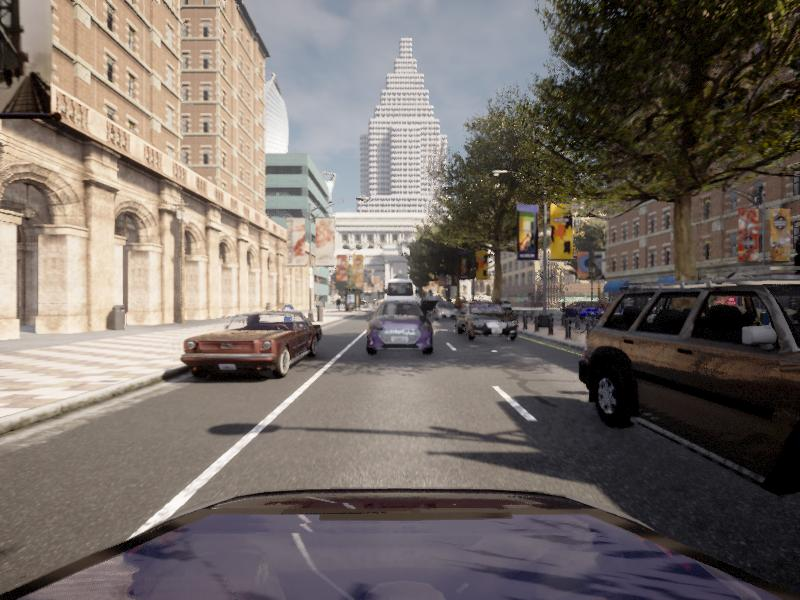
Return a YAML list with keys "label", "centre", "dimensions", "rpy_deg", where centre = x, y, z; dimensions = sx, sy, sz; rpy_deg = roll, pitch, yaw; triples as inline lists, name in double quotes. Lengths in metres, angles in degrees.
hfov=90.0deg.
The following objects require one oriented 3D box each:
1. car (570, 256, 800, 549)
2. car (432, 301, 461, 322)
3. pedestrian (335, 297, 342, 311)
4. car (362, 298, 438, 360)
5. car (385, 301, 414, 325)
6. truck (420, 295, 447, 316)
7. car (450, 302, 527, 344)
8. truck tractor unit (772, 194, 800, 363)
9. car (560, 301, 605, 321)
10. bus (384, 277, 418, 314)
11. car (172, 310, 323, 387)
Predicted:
- label: "car"
  centre: [3.497, 0.654, 3.659]
  dimensions: [1.932, 1.855, 4.605]
  rpy_deg: [0, 0, 0]
- label: "car"
  centre: [3.492, 0.834, 30.698]
  dimensions: [1.845, 1.501, 3.633]
  rpy_deg: [0, 0, 0]
- label: "pedestrian"
  centre: [-7.810, 0.497, 50.775]
  dimensions: [0.751, 1.860, 0.751]
  rpy_deg: [0, 0, 7]
- label: "car"
  centre: [-0.005, 0.782, 13.065]
  dimensions: [2.033, 1.649, 4.856]
  rpy_deg: [0, 0, 0]
- label: "car"
  centre: [-0.007, 0.853, 27.724]
  dimensions: [1.837, 1.490, 4.892]
  rpy_deg: [0, 0, 0]
- label: "truck"
  centre: [3.489, 0.552, 43.102]
  dimensions: [2.390, 2.098, 6.274]
  rpy_deg: [0, 0, 0]
- label: "car"
  centre: [3.495, 0.840, 16.866]
  dimensions: [2.128, 1.511, 4.902]
  rpy_deg: [0, 0, 0]
- label: "truck tractor unit"
  centre: [11.396, -0.518, 7.386]
  dimensions: [3.053, 4.208, 6.516]
  rpy_deg: [0, 0, 1]
- label: "car"
  centre: [14.991, 0.862, 33.134]
  dimensions: [1.816, 1.474, 4.193]
  rpy_deg: [0, 0, 0]
- label: "bus"
  centre: [0.130, -0.522, 51.346]
  dimensions: [3.944, 4.253, 10.273]
  rpy_deg: [0, 0, 0]
- label: "car"
  centre: [-3.252, 0.941, 9.701]
  dimensions: [1.895, 1.301, 4.718]
  rpy_deg: [0, 0, 0]
